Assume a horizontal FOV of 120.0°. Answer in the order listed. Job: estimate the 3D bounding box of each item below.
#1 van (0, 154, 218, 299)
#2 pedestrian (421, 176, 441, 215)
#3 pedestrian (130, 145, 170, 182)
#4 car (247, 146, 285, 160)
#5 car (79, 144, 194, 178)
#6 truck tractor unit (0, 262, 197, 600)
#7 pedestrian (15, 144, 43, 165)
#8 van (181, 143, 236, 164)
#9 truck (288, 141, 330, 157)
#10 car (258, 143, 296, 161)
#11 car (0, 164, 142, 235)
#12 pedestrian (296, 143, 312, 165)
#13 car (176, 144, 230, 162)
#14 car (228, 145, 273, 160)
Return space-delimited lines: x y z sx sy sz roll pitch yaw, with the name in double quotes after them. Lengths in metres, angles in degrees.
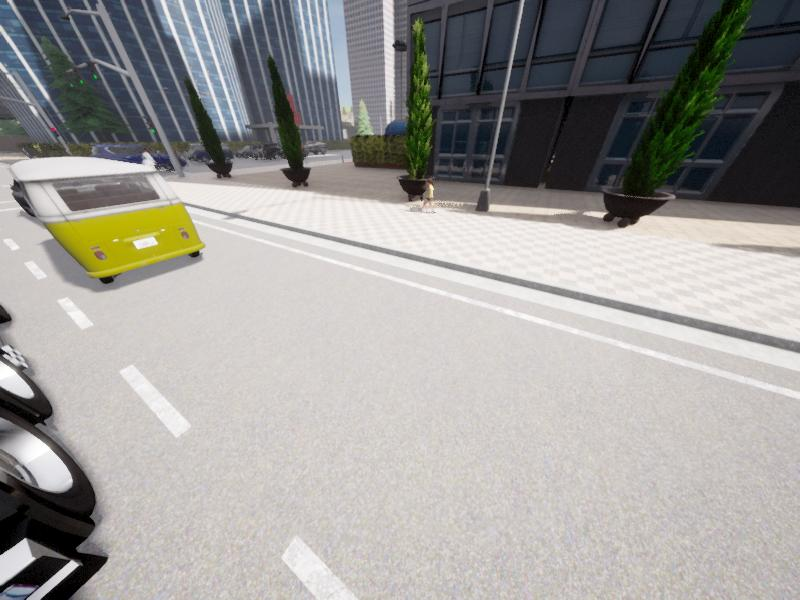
-6.492 -1.954 5.111 4.442 1.987 1.775 21 40 27 "van"
1.027 -3.529 7.783 0.500 1.100 0.500 10 36 14 "pedestrian"
-15.204 -8.303 14.091 0.751 1.860 0.751 16 38 22 "pedestrian"
-19.333 -21.349 33.496 1.816 1.474 4.193 18 39 24 "car"
-21.179 -11.607 19.022 2.150 2.045 5.566 18 39 24 "car"
-5.108 -0.303 0.784 6.516 4.208 3.053 18 39 24 "truck tractor unit"
-39.165 -15.372 24.416 0.751 1.860 0.751 22 41 29 "pedestrian"
-23.027 -17.825 28.017 1.775 1.987 4.442 18 39 24 "van"
-15.232 -25.763 39.256 2.390 2.098 6.274 18 39 24 "truck"
-16.655 -20.176 31.427 1.905 1.878 3.866 18 39 24 "car"
-11.690 -3.685 8.037 4.514 1.525 2.007 18 39 24 "car"
-9.511 -14.484 22.922 0.751 1.860 0.751 16 38 22 "pedestrian"
-25.568 -19.266 30.199 1.932 1.855 4.605 18 39 24 "car"
-22.386 -22.379 34.866 2.152 1.651 5.027 18 39 24 "car"
